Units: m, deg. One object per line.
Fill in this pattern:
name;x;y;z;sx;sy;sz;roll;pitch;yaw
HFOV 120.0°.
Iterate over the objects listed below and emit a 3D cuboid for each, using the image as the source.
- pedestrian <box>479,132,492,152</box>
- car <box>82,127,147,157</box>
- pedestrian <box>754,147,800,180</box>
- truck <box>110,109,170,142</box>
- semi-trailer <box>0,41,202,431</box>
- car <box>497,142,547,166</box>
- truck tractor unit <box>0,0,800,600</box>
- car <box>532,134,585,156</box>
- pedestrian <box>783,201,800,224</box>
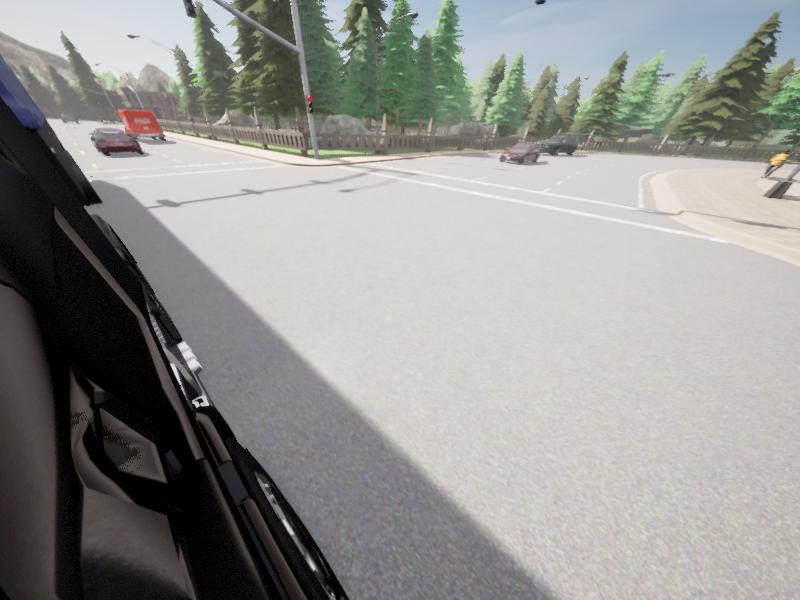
pedestrian;10.047;-18.609;27.172;0.751;1.860;0.751;-21;43;-28
car;-19.538;-10.884;15.798;4.181;1.385;1.994;28;44;30
pedestrian;25.894;-9.367;15.894;0.751;1.860;0.751;-27;46;-34
truck;-26.850;-17.998;23.876;5.204;2.467;2.627;28;44;30
semi-trailer;-8.699;-3.609;4.220;14.254;4.402;2.717;28;44;30
car;10.478;-12.573;19.812;4.674;1.442;1.812;-28;47;-34
truck tractor unit;-2.645;-0.295;0.351;6.516;4.208;3.053;28;44;30
car;19.486;-19.035;28.485;5.566;2.045;2.150;-14;40;-21
pedestrian;13.156;-3.221;6.904;0.751;1.860;0.751;28;44;30
